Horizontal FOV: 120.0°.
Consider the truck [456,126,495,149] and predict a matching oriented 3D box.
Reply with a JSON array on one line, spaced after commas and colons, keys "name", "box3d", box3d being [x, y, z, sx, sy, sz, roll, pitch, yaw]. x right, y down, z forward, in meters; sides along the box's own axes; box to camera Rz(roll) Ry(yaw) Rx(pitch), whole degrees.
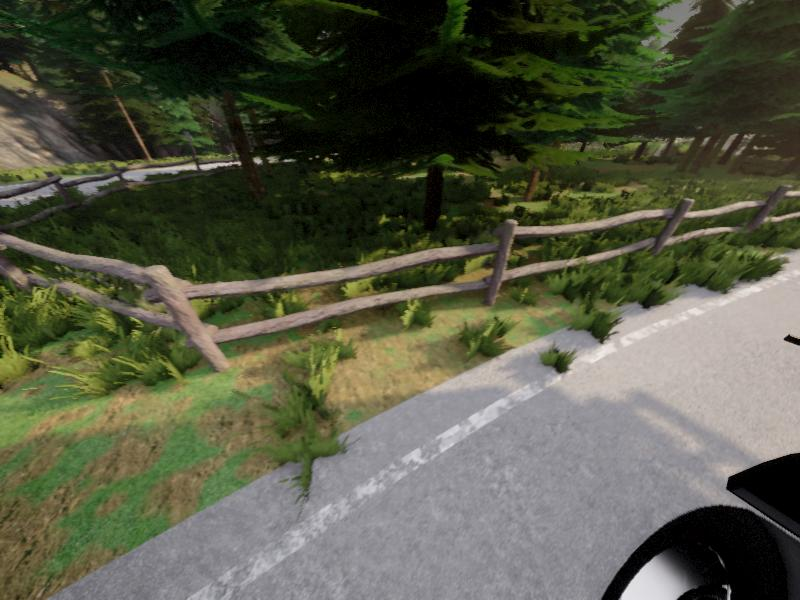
[{"name": "truck", "box3d": [16.207, -34.957, 49.698, 8.468, 3.827, 2.891, -23, 42, -29]}]
